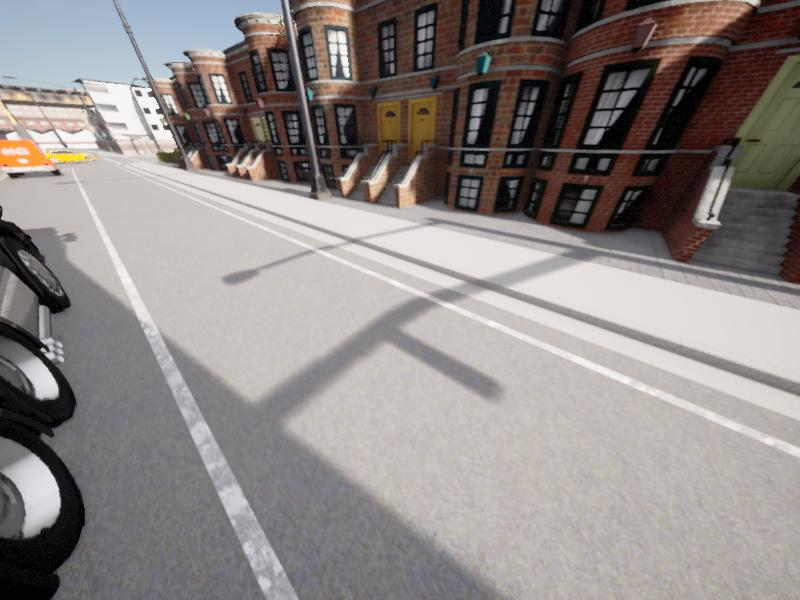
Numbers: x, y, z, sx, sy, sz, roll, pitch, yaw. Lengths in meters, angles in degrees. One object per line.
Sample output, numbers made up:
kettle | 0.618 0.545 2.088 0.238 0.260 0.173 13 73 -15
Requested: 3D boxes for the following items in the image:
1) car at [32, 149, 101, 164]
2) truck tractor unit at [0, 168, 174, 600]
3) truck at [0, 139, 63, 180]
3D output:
car | -43.747 -18.989 30.493 1.882 1.535 5.008 25 41 31
truck tractor unit | -4.940 -0.442 0.992 6.516 4.208 3.053 25 42 31
truck | -30.092 -11.373 18.522 5.204 2.467 2.627 25 42 32
